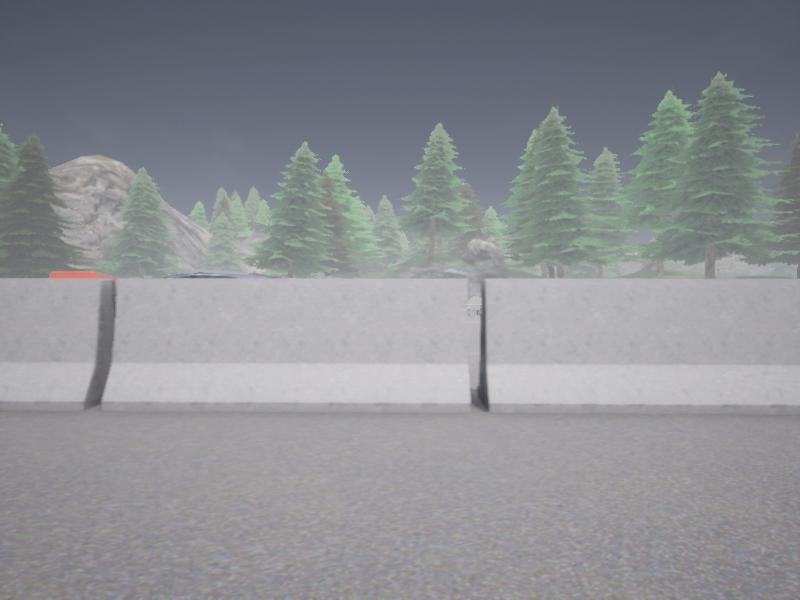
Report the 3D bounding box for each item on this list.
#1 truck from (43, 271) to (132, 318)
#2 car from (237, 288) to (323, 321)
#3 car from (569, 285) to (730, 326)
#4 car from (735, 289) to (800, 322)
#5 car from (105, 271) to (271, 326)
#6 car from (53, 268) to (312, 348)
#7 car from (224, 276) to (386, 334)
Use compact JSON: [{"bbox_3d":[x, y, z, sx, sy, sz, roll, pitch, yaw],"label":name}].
[{"bbox_3d":[-18.473,-0.289,24.060,2.627,2.467,5.204,-2,-1,-19],"label":"truck"},{"bbox_3d":[-5.812,0.203,19.719,3.705,1.549,1.789,0,0,0],"label":"car"},{"bbox_3d":[9.898,0.214,16.173,5.366,1.575,1.801,0,0,0],"label":"car"},{"bbox_3d":[19.811,0.257,19.640,4.974,1.542,2.038,0,0,0],"label":"car"},{"bbox_3d":[-8.376,-0.045,16.223,5.566,2.045,2.150,0,0,0],"label":"car"},{"bbox_3d":[-4.692,0.169,9.214,4.856,1.649,2.033,0,0,0],"label":"car"},{"bbox_3d":[-2.805,0.150,12.710,4.611,1.667,2.242,0,0,0],"label":"car"}]
